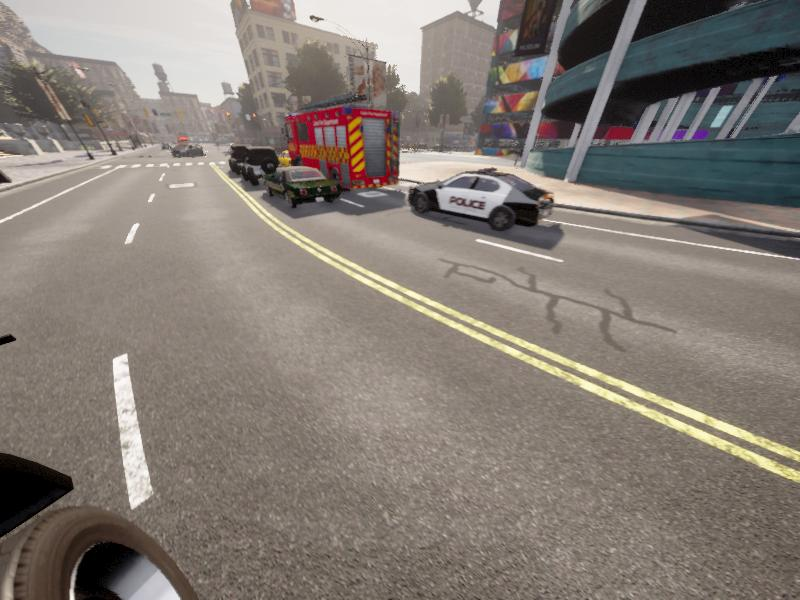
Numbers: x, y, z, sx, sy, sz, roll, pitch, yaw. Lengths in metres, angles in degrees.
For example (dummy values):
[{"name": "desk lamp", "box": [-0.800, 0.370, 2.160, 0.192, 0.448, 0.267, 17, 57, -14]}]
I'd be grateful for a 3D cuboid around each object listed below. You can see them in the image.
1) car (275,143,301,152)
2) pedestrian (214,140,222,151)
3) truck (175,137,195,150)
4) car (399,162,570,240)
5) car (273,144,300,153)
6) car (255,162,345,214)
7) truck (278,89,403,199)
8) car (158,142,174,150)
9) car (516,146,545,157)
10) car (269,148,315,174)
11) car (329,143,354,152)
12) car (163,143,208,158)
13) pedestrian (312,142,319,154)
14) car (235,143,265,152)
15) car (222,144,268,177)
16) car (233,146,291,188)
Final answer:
[{"name": "car", "box": [-24.347, -33.106, 50.099, 4.514, 1.525, 2.007, -20, 40, -27]}, {"name": "pedestrian", "box": [-39.501, -33.483, 50.071, 0.751, 1.860, 0.751, -23, 41, -30]}, {"name": "truck", "box": [-51.089, -37.318, 54.930, 2.627, 2.467, 5.204, -23, 42, -30]}, {"name": "car", "box": [2.512, -3.704, 8.048, 4.974, 1.542, 2.038, 27, 43, 33]}, {"name": "car", "box": [-23.009, -30.788, 46.911, 4.181, 1.385, 1.994, -24, 42, -31]}, {"name": "car", "box": [-4.521, -5.122, 10.193, 1.895, 1.301, 4.718, -25, 42, -32]}, {"name": "truck", "box": [-3.661, -8.695, 13.146, 2.891, 3.827, 8.468, -24, 42, -31]}, {"name": "car", "box": [-52.368, -34.589, 51.846, 1.970, 1.475, 3.806, -23, 41, -30]}, {"name": "car", "box": [22.333, -25.393, 39.495, 4.902, 1.511, 2.128, -23, 41, -30]}, {"name": "car", "box": [-9.325, -11.991, 19.789, 1.801, 1.575, 5.366, -23, 41, -30]}, {"name": "car", "box": [-13.361, -35.043, 53.085, 4.902, 1.511, 2.128, -23, 41, -30]}, {"name": "car", "box": [-30.377, -21.427, 33.010, 2.242, 1.667, 4.611, -2, 35, -3]}, {"name": "pedestrian", "box": [-15.752, -28.437, 43.155, 0.751, 1.860, 0.751, -16, 38, -22]}, {"name": "car", "box": [-31.413, -31.967, 48.417, 4.674, 1.442, 1.812, -1, 35, -2]}, {"name": "car", "box": [-12.038, -10.890, 17.884, 1.905, 1.878, 3.866, -24, 41, -31]}, {"name": "car", "box": [-8.440, -8.213, 14.073, 1.905, 1.878, 3.866, -24, 41, -31]}]
